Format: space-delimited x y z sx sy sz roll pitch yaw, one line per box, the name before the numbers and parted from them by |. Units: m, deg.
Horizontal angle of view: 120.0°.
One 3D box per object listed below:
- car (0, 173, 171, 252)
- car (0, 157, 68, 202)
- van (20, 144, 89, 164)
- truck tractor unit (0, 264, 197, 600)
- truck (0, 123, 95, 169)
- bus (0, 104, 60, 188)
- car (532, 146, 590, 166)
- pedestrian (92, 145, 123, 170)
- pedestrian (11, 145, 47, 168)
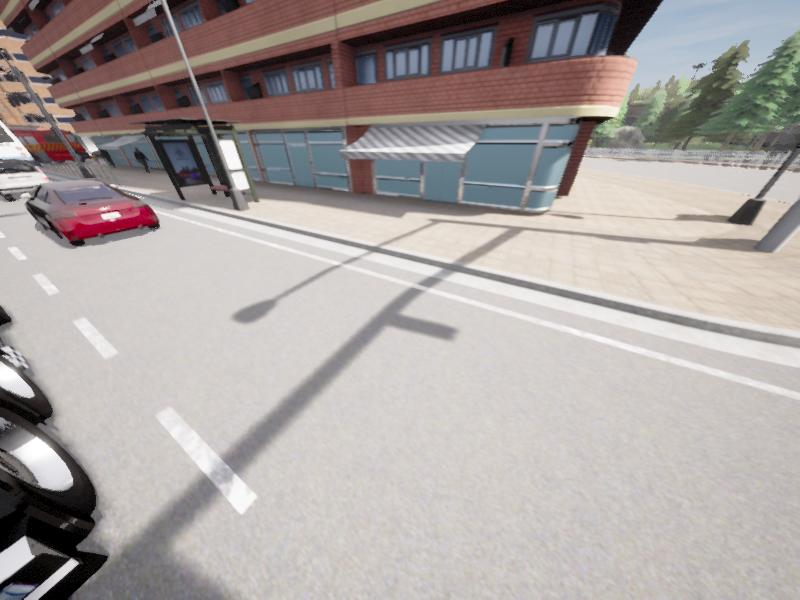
car | -9.498 -2.860 7.018 4.181 1.385 1.994 18 39 24
car | -19.415 -6.189 11.685 3.988 1.617 1.851 18 39 24
van | -45.141 -19.262 30.384 1.775 1.987 4.442 18 39 25
truck tractor unit | -5.120 -0.286 0.790 6.516 4.208 3.053 18 39 24
truck | -42.163 -17.773 26.605 2.891 3.827 8.468 -5 35 -6
bus | -28.408 -10.121 15.105 10.273 4.253 3.944 18 39 24
car | 16.546 -15.075 24.121 2.007 1.525 4.514 -12 37 -17
pedestrian | -26.277 -12.837 20.777 0.751 1.860 0.751 10 36 14
pedestrian | -35.839 -13.864 22.339 0.751 1.860 0.751 3 35 5
